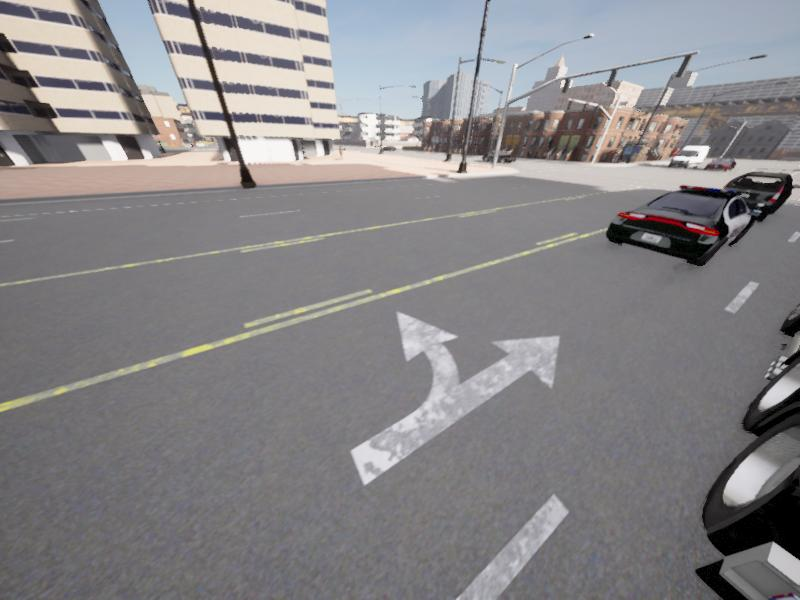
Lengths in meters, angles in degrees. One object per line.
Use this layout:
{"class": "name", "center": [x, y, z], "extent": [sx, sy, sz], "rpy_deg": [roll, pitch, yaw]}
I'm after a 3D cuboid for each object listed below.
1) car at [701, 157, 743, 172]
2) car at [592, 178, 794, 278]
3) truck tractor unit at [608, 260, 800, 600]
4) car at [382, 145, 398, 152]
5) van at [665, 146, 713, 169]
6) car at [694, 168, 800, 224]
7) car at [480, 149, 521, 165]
{"class": "car", "center": [40.534, -17.069, 29.074], "extent": [4.181, 1.385, 1.994], "rpy_deg": [-17, 39, -25]}
{"class": "car", "center": [8.102, -2.303, 6.423], "extent": [4.974, 1.542, 2.038], "rpy_deg": [-17, 39, -25]}
{"class": "truck tractor unit", "center": [5.114, -0.276, 0.899], "extent": [6.516, 4.208, 3.053], "rpy_deg": [-16, 35, -26]}
{"class": "car", "center": [-2.777, -41.761, 63.650], "extent": [2.128, 1.511, 4.902], "rpy_deg": [-18, 39, -25]}
{"class": "van", "center": [39.526, -19.526, 31.590], "extent": [5.915, 2.561, 1.988], "rpy_deg": [-18, 39, -25]}
{"class": "car", "center": [15.093, -4.553, 9.848], "extent": [3.988, 1.617, 1.851], "rpy_deg": [-18, 39, -25]}
{"class": "car", "center": [14.553, -20.991, 33.770], "extent": [1.930, 1.638, 5.238], "rpy_deg": [-18, 39, -25]}
